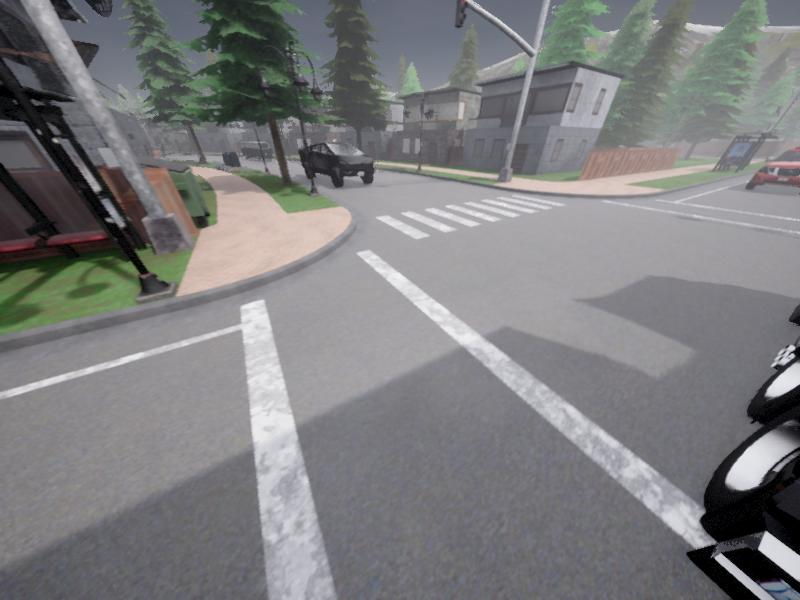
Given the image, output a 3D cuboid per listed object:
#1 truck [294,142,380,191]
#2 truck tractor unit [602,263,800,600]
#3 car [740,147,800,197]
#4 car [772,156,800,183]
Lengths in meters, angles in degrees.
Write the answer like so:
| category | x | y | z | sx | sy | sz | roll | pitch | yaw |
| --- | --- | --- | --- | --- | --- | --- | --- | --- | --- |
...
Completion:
| category | x | y | z | sx | sy | sz | roll | pitch | yaw |
| --- | --- | --- | --- | --- | --- | --- | --- | --- | --- |
| truck | -4.054 | -8.552 | 14.395 | 2.390 | 2.098 | 6.274 | -24 | 42 | -31 |
| truck tractor unit | 5.108 | -0.303 | 0.788 | 6.516 | 4.208 | 3.053 | -18 | 39 | -24 |
| car | 22.278 | -7.317 | 12.935 | 5.566 | 2.045 | 2.150 | -18 | 39 | -24 |
| car | 29.197 | -9.296 | 16.437 | 4.181 | 1.385 | 1.994 | -18 | 39 | -24 |
